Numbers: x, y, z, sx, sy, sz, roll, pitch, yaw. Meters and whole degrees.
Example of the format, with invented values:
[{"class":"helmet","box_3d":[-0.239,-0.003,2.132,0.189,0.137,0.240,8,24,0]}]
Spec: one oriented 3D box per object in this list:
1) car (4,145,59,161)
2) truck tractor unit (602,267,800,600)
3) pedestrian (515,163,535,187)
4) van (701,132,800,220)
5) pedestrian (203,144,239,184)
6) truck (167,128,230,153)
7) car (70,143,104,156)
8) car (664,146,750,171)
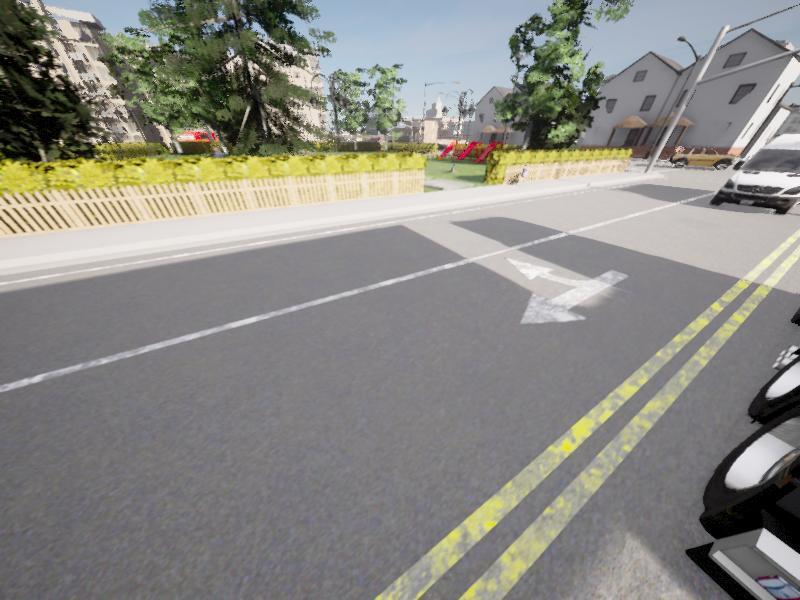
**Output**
[{"class":"car","box_3d":[-63.038,-25.256,39.666,4.792,1.488,2.163,-25,41,-17]},{"class":"truck tractor unit","box_3d":[5.115,-0.296,0.780,6.516,4.208,3.053,-18,39,-24]},{"class":"pedestrian","box_3d":[6.796,-6.815,12.603,0.500,1.100,0.500,-16,38,-23]},{"class":"van","box_3d":[15.743,-5.226,9.447,5.915,2.561,1.988,-17,38,-23]},{"class":"pedestrian","box_3d":[-9.954,-7.608,12.926,0.751,1.860,0.751,2,35,2]},{"class":"truck","box_3d":[-39.668,-31.787,45.985,8.468,3.827,2.891,-21,40,-28]},{"class":"car","box_3d":[-48.830,-23.611,36.186,1.789,1.549,3.705,-20,38,-26]},{"class":"car","box_3d":[29.796,-13.962,22.721,1.932,1.855,4.605,-28,44,-35]}]
